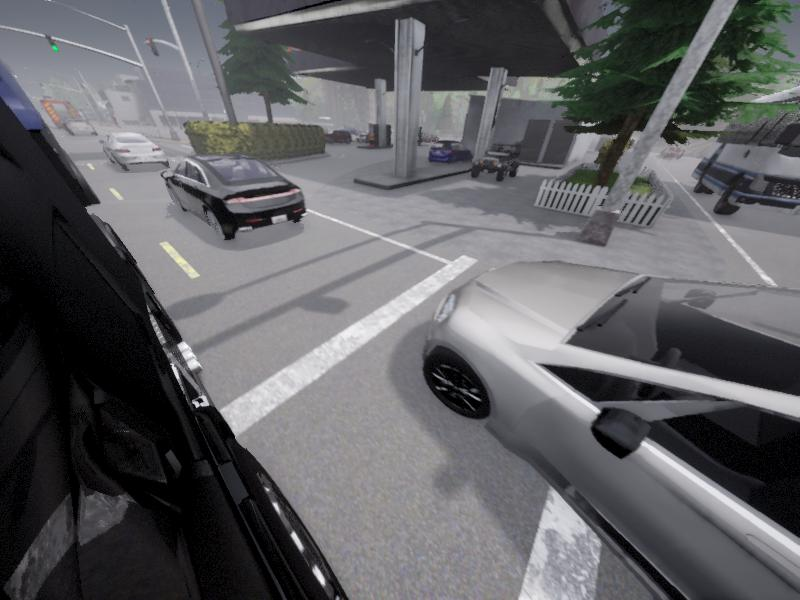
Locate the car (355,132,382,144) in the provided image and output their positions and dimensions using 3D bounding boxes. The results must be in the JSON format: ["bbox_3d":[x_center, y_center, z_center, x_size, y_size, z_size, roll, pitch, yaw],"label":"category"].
[{"bbox_3d":[-4.896,-25.633,36.497,1.970,1.475,3.806,28,44,30],"label":"car"}]

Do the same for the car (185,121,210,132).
[{"bbox_3d":[-37.658,-32.288,43.023,4.514,1.523,2.007,27,43,29],"label":"car"}]

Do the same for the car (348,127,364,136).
[{"bbox_3d":[-10.731,-41.070,56.346,3.633,1.501,1.845,27,43,29],"label":"car"}]

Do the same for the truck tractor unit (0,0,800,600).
[{"bbox_3d":[-2.645,-0.295,0.351,6.516,4.208,3.053,28,44,30],"label":"truck tractor unit"}]

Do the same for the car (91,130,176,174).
[{"bbox_3d":[-13.685,-7.697,11.842,4.674,1.442,1.812,27,43,29],"label":"car"}]

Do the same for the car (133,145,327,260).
[{"bbox_3d":[-4.387,-2.856,5.911,4.902,1.511,2.128,28,44,29],"label":"car"}]

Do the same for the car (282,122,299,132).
[{"bbox_3d":[-28.873,-45.662,60.956,3.866,1.878,1.905,27,43,29],"label":"car"}]

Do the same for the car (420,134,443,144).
[{"bbox_3d":[5.812,-29.758,42.712,1.994,1.385,4.181,28,44,30],"label":"car"}]

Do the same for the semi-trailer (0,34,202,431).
[{"bbox_3d":[-8.719,-3.591,4.208,14.254,4.402,2.717,28,43,29],"label":"semi-trailer"}]

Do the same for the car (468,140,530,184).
[{"bbox_3d":[6.063,-8.531,14.099,1.905,1.878,3.866,27,43,29],"label":"car"}]

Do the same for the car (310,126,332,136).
[{"bbox_3d":[-17.088,-36.637,50.037,4.514,1.523,2.007,27,43,29],"label":"car"}]

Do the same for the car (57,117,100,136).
[{"bbox_3d":[-37.761,-20.403,27.134,5.027,1.651,2.152,27,43,29],"label":"car"}]

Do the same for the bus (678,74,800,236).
[{"bbox_3d":[16.341,-6.101,9.504,3.944,4.253,10.273,28,44,30],"label":"bus"}]

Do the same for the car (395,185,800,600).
[{"bbox_3d":[2.219,0.844,1.339,2.242,1.667,4.611,-21,45,-29],"label":"car"}]

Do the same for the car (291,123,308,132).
[{"bbox_3d":[-27.354,-47.111,63.007,4.605,1.855,1.932,27,43,29],"label":"car"}]

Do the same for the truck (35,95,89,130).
[{"bbox_3d":[-52.116,-28.801,35.602,8.468,3.827,2.891,28,44,29],"label":"truck"}]

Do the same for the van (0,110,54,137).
[{"bbox_3d":[-38.103,-17.962,23.521,4.480,2.038,2.069,24,42,26],"label":"van"}]

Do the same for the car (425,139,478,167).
[{"bbox_3d":[4.424,-12.619,19.711,2.242,1.667,4.611,27,43,29],"label":"car"}]

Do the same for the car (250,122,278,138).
[{"bbox_3d":[-21.510,-26.891,36.452,3.866,1.878,1.905,27,43,29],"label":"car"}]

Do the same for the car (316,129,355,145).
[{"bbox_3d":[-8.924,-22.881,32.472,2.033,1.649,4.856,28,44,30],"label":"car"}]
